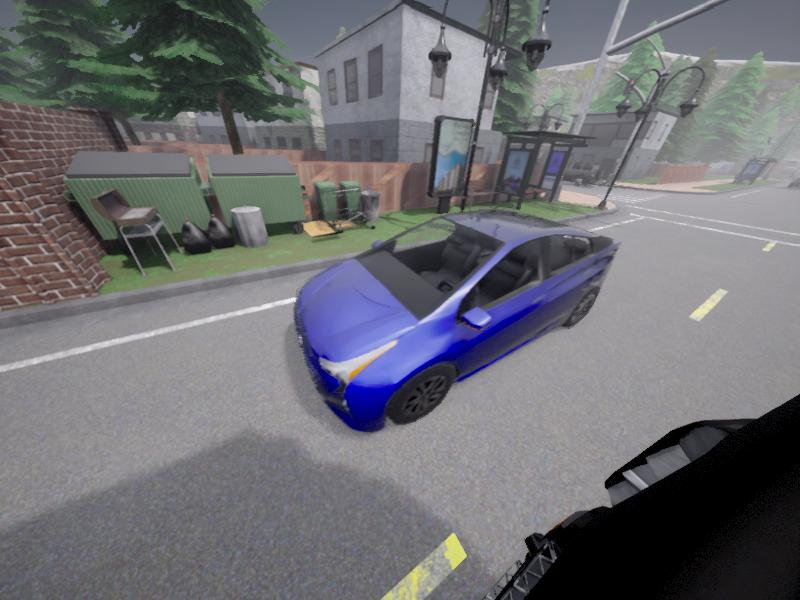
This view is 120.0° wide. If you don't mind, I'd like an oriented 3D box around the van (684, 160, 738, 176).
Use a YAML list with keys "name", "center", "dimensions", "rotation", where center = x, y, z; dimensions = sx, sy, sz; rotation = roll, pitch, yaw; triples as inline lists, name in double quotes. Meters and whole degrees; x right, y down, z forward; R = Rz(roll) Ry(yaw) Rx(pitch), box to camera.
- name: "van"
  center: [67.179, -28.720, 50.110]
  dimensions: [2.351, 2.431, 6.366]
  rotation: [-17, 38, -27]

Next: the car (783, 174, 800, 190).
- name: "car"
  center: [47.853, -13.857, 27.211]
  dimensions: [5.357, 1.411, 2.033]
  rotation: [-16, 38, -26]

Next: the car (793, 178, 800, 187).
- name: "car"
  center: [58.701, -16.984, 32.797]
  dimensions: [5.027, 1.651, 2.152]
  rotation: [-16, 38, -26]

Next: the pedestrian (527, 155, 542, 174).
- name: "pedestrian"
  center: [15.754, -15.925, 27.119]
  dimensions: [0.751, 1.860, 0.751]
  rotation: [-16, 38, -26]

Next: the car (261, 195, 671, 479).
- name: "car"
  center: [0.991, -0.297, 3.091]
  dimensions: [4.514, 1.525, 2.007]
  rotation: [-16, 38, -26]

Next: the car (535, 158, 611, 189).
- name: "car"
  center: [14.881, -11.211, 20.248]
  dimensions: [1.932, 1.855, 4.605]
  rotation: [-19, 40, -30]
